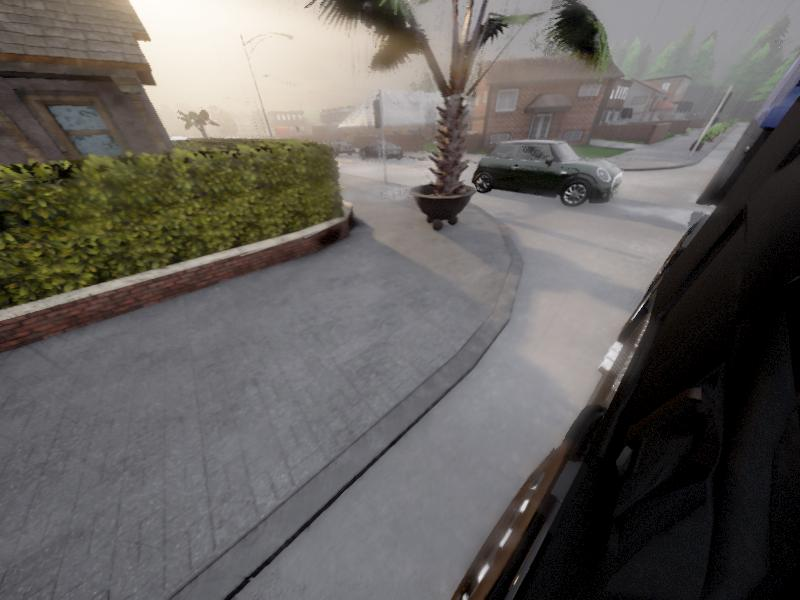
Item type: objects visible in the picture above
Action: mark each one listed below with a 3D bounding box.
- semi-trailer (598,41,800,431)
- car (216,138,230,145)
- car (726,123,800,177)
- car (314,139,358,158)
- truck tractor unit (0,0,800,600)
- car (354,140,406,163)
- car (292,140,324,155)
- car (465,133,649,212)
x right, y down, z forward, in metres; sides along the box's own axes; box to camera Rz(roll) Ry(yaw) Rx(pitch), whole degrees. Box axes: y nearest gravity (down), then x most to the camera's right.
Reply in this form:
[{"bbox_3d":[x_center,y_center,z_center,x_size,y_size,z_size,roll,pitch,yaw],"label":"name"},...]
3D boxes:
[{"bbox_3d":[8.695,-3.601,4.239,14.254,4.402,2.717,-28,44,-30],"label":"semi-trailer"},{"bbox_3d":[-53.034,-47.561,69.252,2.152,1.651,5.027,-28,44,-30],"label":"car"},{"bbox_3d":[17.271,-7.033,10.622,5.238,1.638,1.930,-28,44,-30],"label":"car"},{"bbox_3d":[-6.770,-15.952,24.193,2.033,1.411,5.357,-28,44,-30],"label":"car"},{"bbox_3d":[2.645,-0.295,0.351,6.516,4.208,3.053,-28,44,-30],"label":"truck tractor unit"},{"bbox_3d":[-1.715,-12.440,19.218,1.994,1.385,4.181,-30,45,-32],"label":"car"},{"bbox_3d":[-11.394,-18.927,28.529,1.895,1.301,4.718,-27,43,-29],"label":"car"},{"bbox_3d":[4.947,-4.612,8.006,2.097,1.767,4.553,-32,46,-33],"label":"car"}]
